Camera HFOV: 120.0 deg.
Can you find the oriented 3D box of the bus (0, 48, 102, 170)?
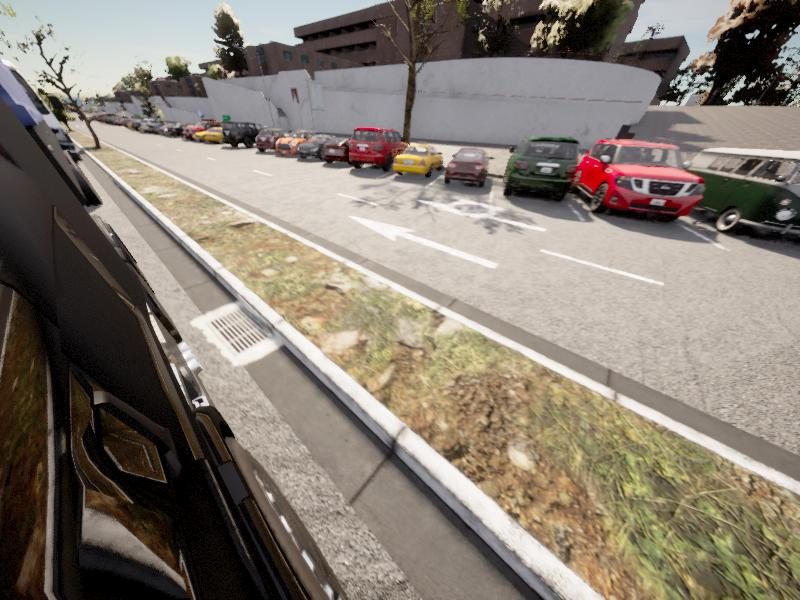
[{"bbox_3d":[-21.411,-10.257,12.620,10.273,4.253,3.944,27,44,30],"label":"bus"}]

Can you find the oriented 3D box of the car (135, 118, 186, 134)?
[{"bbox_3d":[-42.629,-31.001,41.295,2.435,2.045,5.566,14,38,15],"label":"car"}]

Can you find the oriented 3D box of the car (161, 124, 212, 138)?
[{"bbox_3d":[-31.103,-24.782,33.930,2.097,1.535,5.008,13,37,15],"label":"car"}]

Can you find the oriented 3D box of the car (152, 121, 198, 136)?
[{"bbox_3d":[-35.698,-27.292,36.884,2.185,1.767,4.553,14,38,14],"label":"car"}]

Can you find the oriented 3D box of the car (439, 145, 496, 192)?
[{"bbox_3d":[3.513,-6.724,11.522,2.002,1.452,4.674,14,38,15],"label":"car"}]

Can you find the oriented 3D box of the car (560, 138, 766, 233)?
[{"bbox_3d":[8.131,-4.502,8.325,2.435,2.045,5.566,14,38,14],"label":"car"}]

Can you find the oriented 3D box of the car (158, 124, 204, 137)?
[{"bbox_3d":[-33.406,-25.947,35.461,2.002,1.452,4.674,14,38,14],"label":"car"}]

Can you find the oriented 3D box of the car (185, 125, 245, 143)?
[{"bbox_3d":[-21.923,-19.916,27.780,1.946,1.575,5.366,14,38,15],"label":"car"}]

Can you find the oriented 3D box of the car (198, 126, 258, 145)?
[{"bbox_3d":[-19.497,-18.925,26.569,1.946,1.575,5.366,13,37,15],"label":"car"}]

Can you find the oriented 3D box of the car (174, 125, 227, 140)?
[{"bbox_3d":[-26.487,-22.362,30.922,2.163,1.488,4.792,14,38,15],"label":"car"}]

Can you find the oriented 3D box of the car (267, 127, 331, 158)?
[{"bbox_3d":[-7.997,-12.930,18.905,2.185,1.767,4.553,14,38,14],"label":"car"}]

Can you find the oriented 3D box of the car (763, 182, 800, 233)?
[{"bbox_3d":[12.697,-1.937,5.365,2.185,1.767,4.553,14,38,15],"label":"car"}]

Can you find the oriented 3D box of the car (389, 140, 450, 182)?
[{"bbox_3d":[1.275,-8.077,13.136,1.946,1.575,5.366,14,38,15],"label":"car"}]

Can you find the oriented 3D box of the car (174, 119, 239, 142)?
[{"bbox_3d":[-24.166,-21.395,29.256,2.435,2.045,5.566,14,38,14],"label":"car"}]

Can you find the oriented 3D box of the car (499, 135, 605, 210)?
[{"bbox_3d":[5.841,-5.758,9.875,2.435,2.045,5.566,14,38,15],"label":"car"}]

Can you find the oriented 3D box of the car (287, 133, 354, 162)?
[{"bbox_3d":[-5.702,-11.606,17.469,2.231,1.521,4.892,14,38,14],"label":"car"}]

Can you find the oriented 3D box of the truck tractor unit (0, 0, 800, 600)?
[{"bbox_3d":[-2.645,-0.295,0.351,6.516,4.208,3.053,28,44,30],"label":"truck tractor unit"}]

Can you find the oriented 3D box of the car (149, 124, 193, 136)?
[{"bbox_3d":[-38.021,-28.337,38.458,2.002,1.452,4.674,14,38,14],"label":"car"}]

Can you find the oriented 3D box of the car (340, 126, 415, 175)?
[{"bbox_3d":[-1.077,-9.403,14.359,2.435,2.045,5.566,14,38,15],"label":"car"}]

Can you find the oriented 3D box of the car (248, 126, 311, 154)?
[{"bbox_3d":[-10.333,-14.102,20.349,2.185,1.767,4.553,13,38,15],"label":"car"}]

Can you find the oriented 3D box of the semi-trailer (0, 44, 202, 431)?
[{"bbox_3d":[-8.723,-3.573,4.224,14.254,4.402,2.717,28,44,30],"label":"semi-trailer"}]

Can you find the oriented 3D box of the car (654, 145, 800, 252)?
[{"bbox_3d":[10.393,-3.207,6.763,1.878,1.987,4.442,14,38,15],"label":"car"}]

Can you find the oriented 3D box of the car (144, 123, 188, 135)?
[{"bbox_3d":[-40.332,-29.571,39.970,2.163,1.488,4.792,13,38,15],"label":"car"}]

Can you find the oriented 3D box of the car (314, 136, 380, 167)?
[{"bbox_3d":[-3.397,-10.389,16.016,2.163,1.488,4.792,13,38,15],"label":"car"}]

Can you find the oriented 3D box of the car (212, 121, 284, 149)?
[{"bbox_3d":[-14.929,-16.643,23.309,2.435,2.045,5.566,13,38,15],"label":"car"}]
